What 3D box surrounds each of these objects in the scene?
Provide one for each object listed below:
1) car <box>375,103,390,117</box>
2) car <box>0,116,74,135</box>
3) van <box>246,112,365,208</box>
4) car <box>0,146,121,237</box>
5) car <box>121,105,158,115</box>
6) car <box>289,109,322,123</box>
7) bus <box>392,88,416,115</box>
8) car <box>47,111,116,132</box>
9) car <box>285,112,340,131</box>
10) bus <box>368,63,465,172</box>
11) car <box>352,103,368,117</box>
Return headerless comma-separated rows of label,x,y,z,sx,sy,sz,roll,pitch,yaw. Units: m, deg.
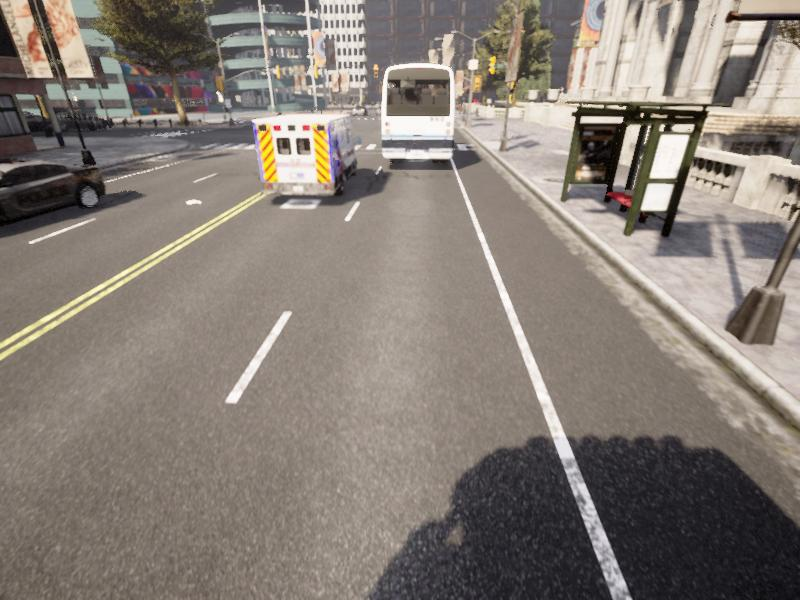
car,-2.937,-32.301,67.856,1.932,1.855,4.605,2,28,3
car,-32.501,-15.711,35.887,4.674,1.442,1.812,1,27,3
van,-2.939,-5.345,14.482,2.351,2.431,6.366,2,27,3
car,-10.449,-2.880,10.526,1.930,1.638,5.238,4,27,7
car,-45.963,-33.670,70.728,4.902,1.511,2.128,1,27,3
car,-12.156,-23.782,51.579,3.633,1.501,1.845,-21,34,-35
bus,0.874,-36.991,74.427,3.944,4.253,10.273,1,27,3
car,-30.792,-17.347,38.833,4.611,1.667,2.242,2,27,3
car,-8.656,-17.768,39.803,4.974,1.542,2.038,-10,28,-18
bus,0.952,-10.105,21.798,3.944,4.253,10.273,2,27,3
car,-6.560,-31.395,66.093,1.932,1.855,4.605,2,27,3
